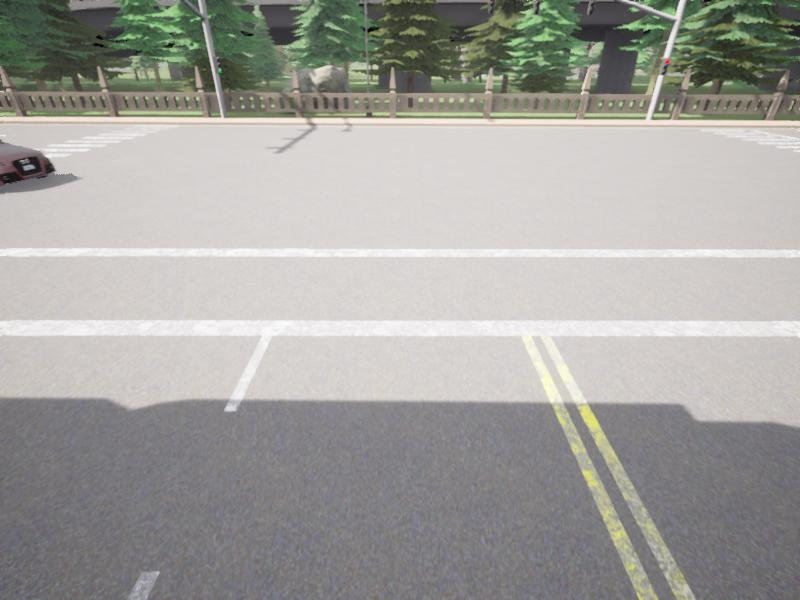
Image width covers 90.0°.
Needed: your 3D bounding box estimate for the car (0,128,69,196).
[{"bbox_3d":[-12.374,-3.992,11.316,4.181,1.385,1.994,3,30,5],"label":"car"}]
